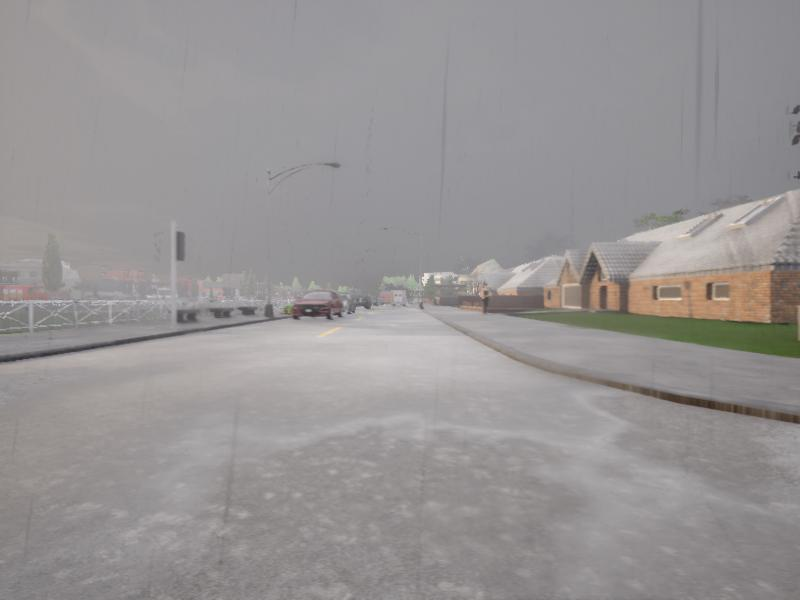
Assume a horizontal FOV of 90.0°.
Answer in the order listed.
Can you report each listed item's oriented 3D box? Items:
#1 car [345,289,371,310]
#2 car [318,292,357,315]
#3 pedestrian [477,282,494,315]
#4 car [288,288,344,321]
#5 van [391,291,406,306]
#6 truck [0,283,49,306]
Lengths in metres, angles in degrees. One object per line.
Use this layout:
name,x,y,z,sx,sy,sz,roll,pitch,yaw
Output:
car,-4.286,-0.033,41.686,2.150,2.045,5.566,0,0,0
car,-4.280,0.230,28.176,2.007,1.525,4.514,0,0,0
pedestrian,4.962,-0.069,23.233,0.751,1.860,0.751,0,0,-9
car,-4.247,0.225,21.133,1.882,1.535,5.008,0,0,0
van,-0.293,-0.222,65.170,2.351,2.431,6.366,0,0,0
truck,-65.958,-0.895,69.280,2.891,3.827,8.468,0,0,0
